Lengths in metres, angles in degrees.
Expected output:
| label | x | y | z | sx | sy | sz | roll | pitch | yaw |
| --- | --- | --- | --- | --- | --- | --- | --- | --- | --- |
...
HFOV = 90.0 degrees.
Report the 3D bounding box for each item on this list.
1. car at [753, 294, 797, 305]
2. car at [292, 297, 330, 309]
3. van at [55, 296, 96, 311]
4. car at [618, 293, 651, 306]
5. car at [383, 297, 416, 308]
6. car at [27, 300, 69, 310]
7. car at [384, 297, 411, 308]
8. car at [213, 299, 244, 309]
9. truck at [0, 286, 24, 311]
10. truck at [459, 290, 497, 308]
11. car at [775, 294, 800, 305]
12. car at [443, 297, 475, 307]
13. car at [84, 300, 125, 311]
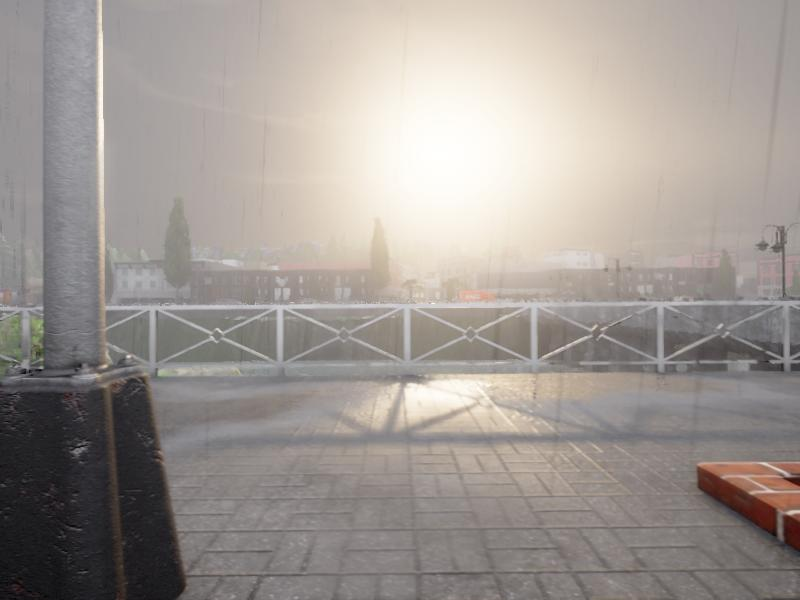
| label | x | y | z | sx | sy | sz | roll | pitch | yaw |
| --- | --- | --- | --- | --- | --- | --- | --- | --- | --- |
| car | 60.622 | -0.095 | 64.708 | 5.238 | 1.638 | 1.930 | 0 | 0 | 0 |
| car | -13.386 | 0.456 | 60.459 | 5.238 | 1.638 | 1.930 | -1 | 0 | 0 |
| van | -48.832 | 0.520 | 60.243 | 4.480 | 2.038 | 2.069 | 1 | 0 | 0 |
| car | 35.465 | -0.042 | 60.611 | 3.866 | 1.878 | 1.905 | 0 | 0 | 0 |
| car | -0.059 | 0.367 | 64.374 | 5.238 | 1.638 | 1.930 | 0 | 0 | 1 |
| car | -56.446 | 0.793 | 64.209 | 4.856 | 1.649 | 2.033 | 0 | 0 | 0 |
| car | -0.321 | 0.374 | 60.499 | 3.988 | 1.617 | 1.851 | -1 | 0 | 0 |
| car | -25.892 | 0.634 | 60.409 | 3.806 | 1.475 | 1.970 | 0 | 0 | 0 |
| truck | -65.945 | -0.235 | 64.171 | 8.468 | 3.827 | 2.891 | 0 | 0 | 0 |
| truck | 11.753 | -0.147 | 60.515 | 5.204 | 2.467 | 2.627 | -1 | 0 | 0 |
| car | 60.387 | -0.081 | 60.707 | 4.974 | 1.542 | 2.038 | 0 | 0 | 0 |
| car | 9.449 | 0.301 | 64.428 | 4.856 | 1.649 | 2.033 | 0 | 0 | 0 |
| car | -47.460 | 0.879 | 64.246 | 5.027 | 1.651 | 2.152 | 0 | 0 | 0 |
